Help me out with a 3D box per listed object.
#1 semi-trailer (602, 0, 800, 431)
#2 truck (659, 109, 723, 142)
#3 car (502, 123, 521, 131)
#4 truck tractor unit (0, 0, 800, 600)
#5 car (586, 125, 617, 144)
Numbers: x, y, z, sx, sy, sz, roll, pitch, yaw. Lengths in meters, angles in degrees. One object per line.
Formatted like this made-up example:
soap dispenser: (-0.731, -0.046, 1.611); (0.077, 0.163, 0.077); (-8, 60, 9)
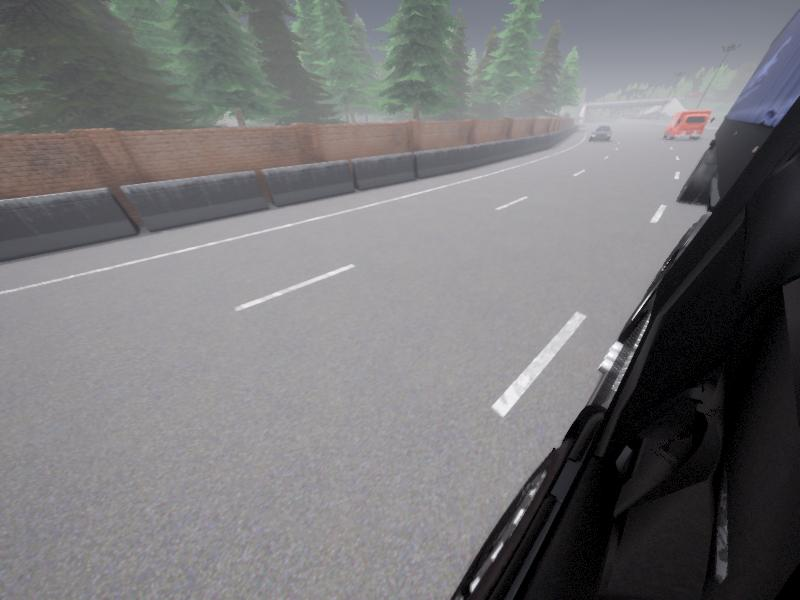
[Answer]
semi-trailer: (8.475, -3.741, 4.446); (14.254, 4.402, 2.717); (-31, 45, -32)
truck: (29.820, -18.083, 23.997); (2.627, 2.467, 5.204); (22, 43, 29)
car: (35.270, -54.764, 73.162); (4.856, 1.649, 2.033); (20, 42, 28)
truck tractor unit: (2.645, -0.295, 0.351); (6.516, 4.208, 3.053); (-28, 44, -30)
car: (22.894, -18.847, 26.219); (2.038, 1.542, 4.974); (22, 43, 29)
